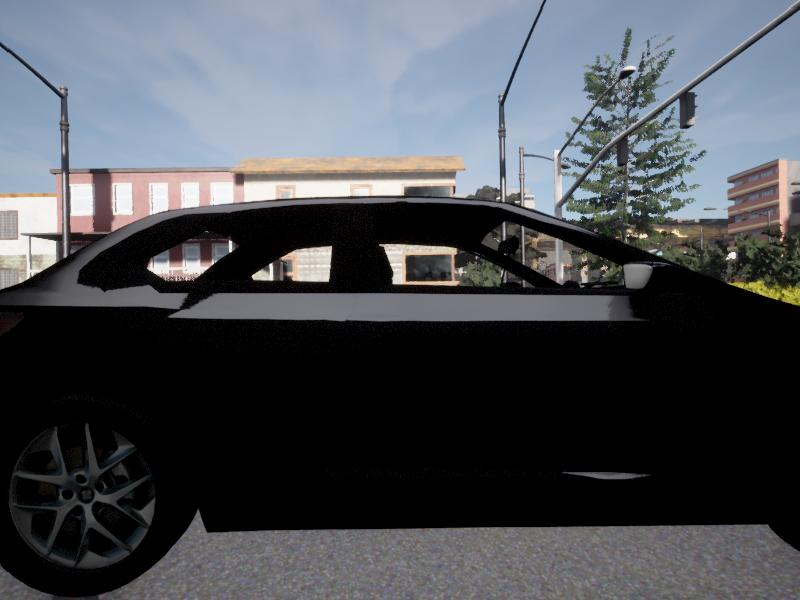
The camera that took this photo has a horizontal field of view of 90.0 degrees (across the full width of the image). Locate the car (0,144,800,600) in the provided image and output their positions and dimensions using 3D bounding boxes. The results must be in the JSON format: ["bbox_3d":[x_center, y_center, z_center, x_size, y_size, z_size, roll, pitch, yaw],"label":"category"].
[{"bbox_3d":[0.342,0.254,2.184,4.193,1.474,1.816,0,0,-1],"label":"car"}]
